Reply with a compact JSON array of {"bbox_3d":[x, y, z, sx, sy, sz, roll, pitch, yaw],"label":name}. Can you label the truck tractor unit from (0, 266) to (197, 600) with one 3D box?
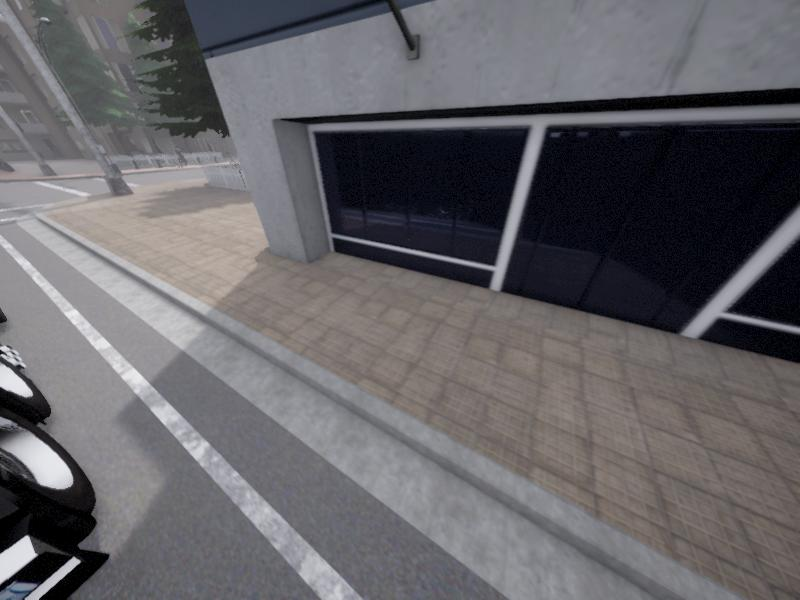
[{"bbox_3d":[-5.116,-0.296,0.773,6.516,4.208,3.053,18,39,24],"label":"truck tractor unit"}]
